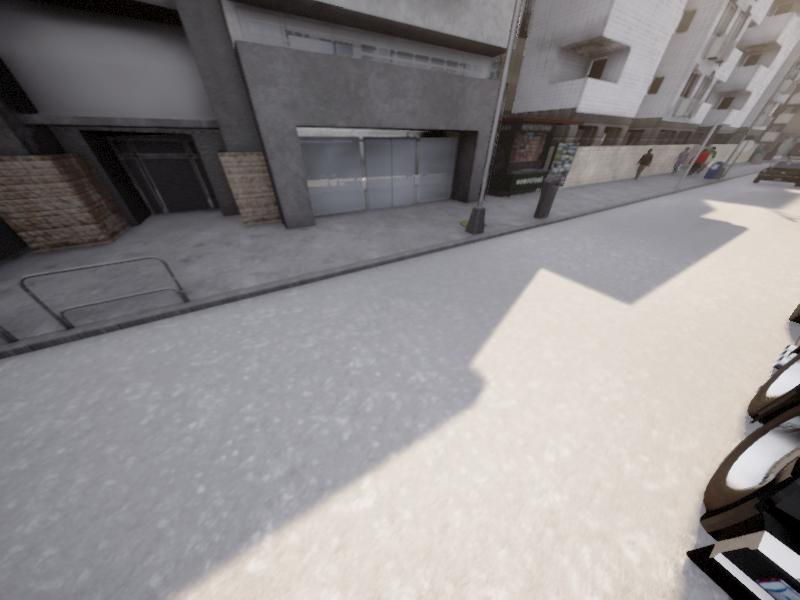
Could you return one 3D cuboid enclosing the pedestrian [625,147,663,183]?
[{"bbox_3d":[15.098,-8.399,14.347,0.751,1.860,0.751,-21,40,-27],"label":"pedestrian"}]

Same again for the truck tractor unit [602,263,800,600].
[{"bbox_3d":[5.106,-0.306,0.784,6.516,4.208,3.053,-18,39,-24],"label":"truck tractor unit"}]

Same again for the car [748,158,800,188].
[{"bbox_3d":[25.241,-8.298,14.991,4.718,1.301,1.895,-18,39,-24],"label":"car"}]

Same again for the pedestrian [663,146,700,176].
[{"bbox_3d":[20.572,-10.169,16.932,0.751,1.860,0.751,-14,37,-19],"label":"pedestrian"}]

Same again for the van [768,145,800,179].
[{"bbox_3d":[31.029,-10.490,17.533,4.480,2.038,2.069,-18,39,-24],"label":"van"}]

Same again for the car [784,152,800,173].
[{"bbox_3d":[37.552,-12.456,20.732,4.611,1.667,2.242,-18,39,-24],"label":"car"}]

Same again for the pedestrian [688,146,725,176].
[{"bbox_3d":[22.907,-10.415,17.302,0.751,1.860,0.751,-18,39,-24],"label":"pedestrian"}]

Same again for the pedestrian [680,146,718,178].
[{"bbox_3d":[21.287,-9.845,16.471,0.751,1.860,0.751,-18,39,-24],"label":"pedestrian"}]
